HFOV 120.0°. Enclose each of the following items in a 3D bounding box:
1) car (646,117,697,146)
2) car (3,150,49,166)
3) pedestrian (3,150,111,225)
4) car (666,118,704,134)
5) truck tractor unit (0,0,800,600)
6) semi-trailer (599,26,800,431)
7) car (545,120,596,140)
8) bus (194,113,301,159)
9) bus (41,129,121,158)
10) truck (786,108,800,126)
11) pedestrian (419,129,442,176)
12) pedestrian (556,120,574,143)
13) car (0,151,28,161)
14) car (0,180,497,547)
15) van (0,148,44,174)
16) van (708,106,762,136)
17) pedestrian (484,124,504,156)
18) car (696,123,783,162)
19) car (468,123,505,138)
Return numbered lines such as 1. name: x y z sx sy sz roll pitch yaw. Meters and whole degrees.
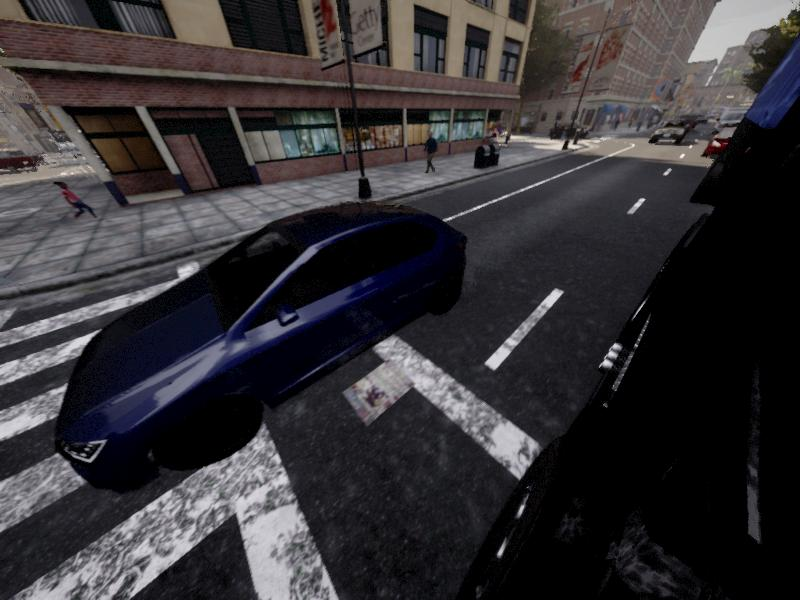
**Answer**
1. car: 23.853 -14.808 20.268 4.605 1.855 1.932 -30 45 -32
2. car: -53.360 -20.367 33.072 2.163 1.488 4.792 -29 44 -30
3. pedestrian: -10.102 -3.359 6.952 0.751 1.860 0.751 -19 40 -21
4. car: 39.056 -23.872 31.635 5.008 1.535 1.882 -24 42 -26
5. truck tractor unit: 2.645 -0.295 0.351 6.516 4.208 3.053 -28 44 -30
6. semi-trailer: 8.617 -3.667 4.296 14.254 4.402 2.717 -29 44 -30
7. car: 22.161 -22.195 30.224 1.932 1.855 4.605 -28 43 -29
8. bus: -19.309 -21.611 30.187 10.273 4.253 3.944 -30 45 -32
9. bus: -64.058 -32.072 47.069 3.944 4.253 10.273 -13 38 -13
10. truck: 62.567 -28.157 35.334 6.274 2.098 2.390 -30 45 -32
11. pedestrian: 1.491 -7.306 11.453 0.751 1.860 0.751 28 46 34
12. pedestrian: 16.852 -17.210 23.648 0.751 1.860 0.751 -30 45 -32
13. car: -77.068 -28.188 45.200 1.895 1.301 4.718 -10 37 -9
14. car: -0.986 -0.182 2.735 4.193 1.474 1.816 -29 44 -30
15. van: -40.471 -14.186 23.566 4.442 1.987 1.775 -1 38 2
16. van: 37.024 -19.883 25.709 6.366 2.431 2.351 -30 45 -32
17. pedestrian: 6.900 -11.709 16.967 0.751 1.860 0.751 -25 42 -27
18. car: 19.611 -9.311 13.548 4.792 1.488 2.163 -30 45 -32
19. car: 15.061 -29.725 40.588 2.150 2.045 5.566 -31 45 -32
